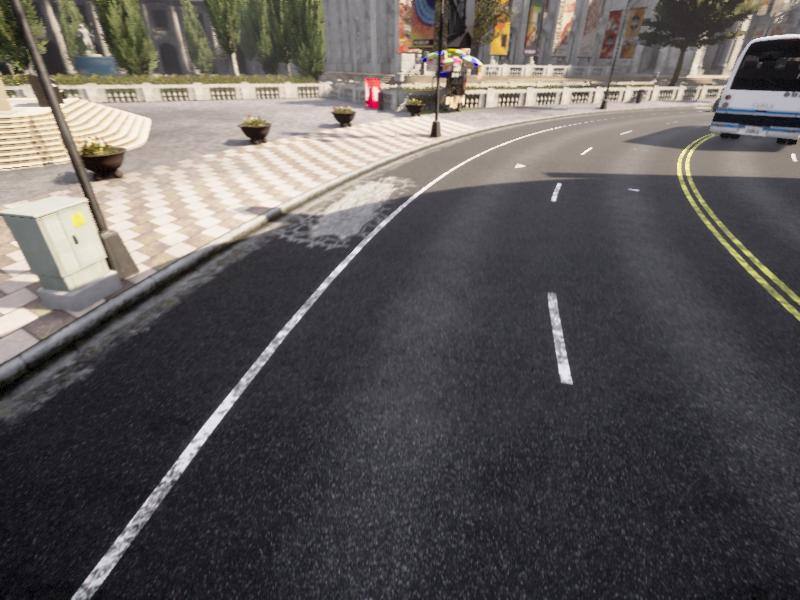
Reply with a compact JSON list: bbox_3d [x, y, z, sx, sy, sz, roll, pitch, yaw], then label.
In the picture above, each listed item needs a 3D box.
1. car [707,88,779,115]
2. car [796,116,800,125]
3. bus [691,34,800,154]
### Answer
[{"bbox_3d":[27.724,-16.112,32.389,4.611,1.667,2.242,-14,33,-23],"label":"car"},{"bbox_3d":[27.995,-11.976,25.704,4.718,1.301,1.895,-15,34,-25],"label":"car"},{"bbox_3d":[19.027,-10.398,19.915,10.273,4.253,3.944,-25,39,-37],"label":"bus"}]
